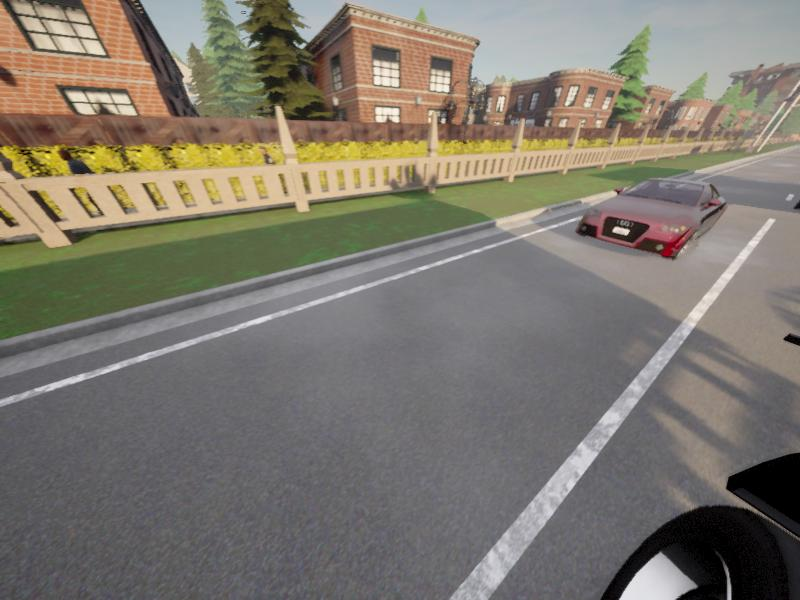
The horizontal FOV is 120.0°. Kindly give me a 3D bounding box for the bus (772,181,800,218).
[{"bbox_3d":[18.363,-5.407,7.751,10.273,4.253,3.944,-20,40,-26],"label":"bus"}]

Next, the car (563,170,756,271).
[{"bbox_3d":[6.599,-2.310,5.926,4.181,1.385,1.994,-21,40,-26],"label":"car"}]

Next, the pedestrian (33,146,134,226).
[{"bbox_3d":[-8.694,-3.187,6.495,0.751,1.860,0.751,-21,40,-27],"label":"pedestrian"}]

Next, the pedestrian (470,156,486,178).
[{"bbox_3d":[4.691,-8.020,13.904,0.500,1.100,0.500,-11,37,-14],"label":"pedestrian"}]

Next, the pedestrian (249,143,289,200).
[{"bbox_3d":[-5.147,-5.077,9.143,0.751,1.860,0.751,-21,40,-26],"label":"pedestrian"}]
